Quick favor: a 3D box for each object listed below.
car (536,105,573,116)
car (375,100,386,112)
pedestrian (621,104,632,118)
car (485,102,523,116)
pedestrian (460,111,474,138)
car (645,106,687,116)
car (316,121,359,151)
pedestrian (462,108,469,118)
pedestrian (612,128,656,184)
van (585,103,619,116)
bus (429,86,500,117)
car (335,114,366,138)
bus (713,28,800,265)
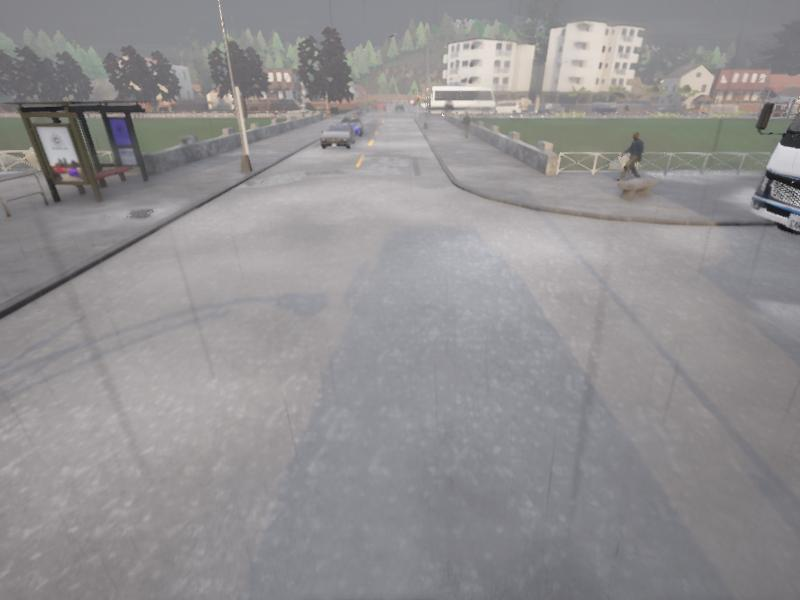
[{"bbox_3d":[25.693,-31.675,66.809,5.238,1.638,1.930,0,27,0],"label":"car"},{"bbox_3d":[-4.089,-41.152,84.784,2.150,2.045,5.566,0,27,0],"label":"car"},{"bbox_3d":[33.081,-27.671,58.489,0.751,1.860,0.751,0,27,0],"label":"pedestrian"},{"bbox_3d":[17.228,-31.863,66.709,5.566,2.045,2.150,0,27,0],"label":"car"},{"bbox_3d":[5.056,-13.265,30.258,0.751,1.860,0.751,0,27,1],"label":"pedestrian"},{"bbox_3d":[44.473,-31.550,66.882,5.357,1.411,2.033,0,27,0],"label":"car"},{"bbox_3d":[-4.017,-10.974,26.547,2.033,1.411,5.357,0,27,0],"label":"car"},{"bbox_3d":[9.624,-27.433,58.562,0.751,1.300,0.751,0,27,0],"label":"pedestrian"},{"bbox_3d":[8.574,-5.289,14.721,0.751,1.860,0.751,3,27,5],"label":"pedestrian"},{"bbox_3d":[33.638,-31.820,66.737,4.442,1.987,1.775,0,27,0],"label":"van"},{"bbox_3d":[9.853,-31.092,62.743,10.273,4.253,3.944,0,27,0],"label":"bus"},{"bbox_3d":[-4.036,-14.598,33.481,2.007,1.525,4.514,0,27,0],"label":"car"},{"bbox_3d":[13.212,-2.848,7.597,10.273,4.253,3.944,0,27,0],"label":"bus"}]
